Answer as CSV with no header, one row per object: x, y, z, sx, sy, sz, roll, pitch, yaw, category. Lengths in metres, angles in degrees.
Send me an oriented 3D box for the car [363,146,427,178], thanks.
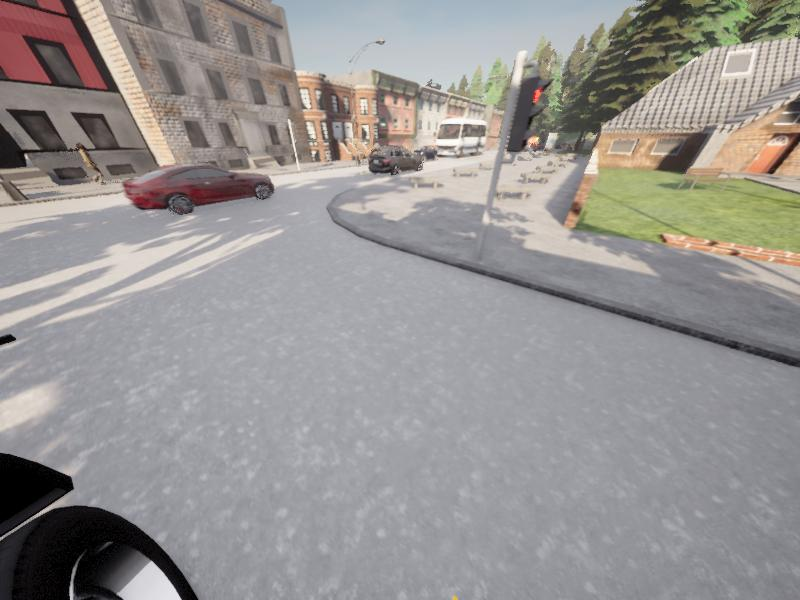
-0.235,-10.387,17.188,2.242,1.667,4.611,25,42,30,car

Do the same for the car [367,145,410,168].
-0.988,-13.540,21.711,1.851,1.617,3.988,23,41,28,car

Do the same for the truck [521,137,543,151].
27.997,-33.033,48.849,2.627,2.467,5.204,23,41,28,truck

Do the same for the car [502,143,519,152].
24.203,-33.399,50.526,1.801,1.575,5.366,23,41,28,car

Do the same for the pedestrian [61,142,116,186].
-15.803,-6.937,11.779,0.751,1.860,0.751,17,38,22,pedestrian

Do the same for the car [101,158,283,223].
-7.355,-4.404,8.841,1.812,1.442,4.674,23,41,28,car

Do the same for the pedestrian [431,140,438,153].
5.833,-26.283,39.485,0.751,1.860,0.751,-23,42,-30,pedestrian

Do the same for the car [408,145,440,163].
2.729,-16.467,25.961,1.845,1.501,3.633,23,41,28,car

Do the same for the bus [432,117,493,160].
8.805,-22.301,31.916,3.944,4.253,10.273,23,42,28,bus

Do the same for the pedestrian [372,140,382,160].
-2.657,-17.298,26.585,0.751,1.860,0.751,21,40,27,pedestrian

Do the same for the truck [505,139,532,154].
21.186,-27.456,41.208,2.390,2.098,6.274,23,41,28,truck

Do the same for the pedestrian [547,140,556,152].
29.052,-29.624,44.332,0.751,1.860,0.751,-23,41,-29,pedestrian
